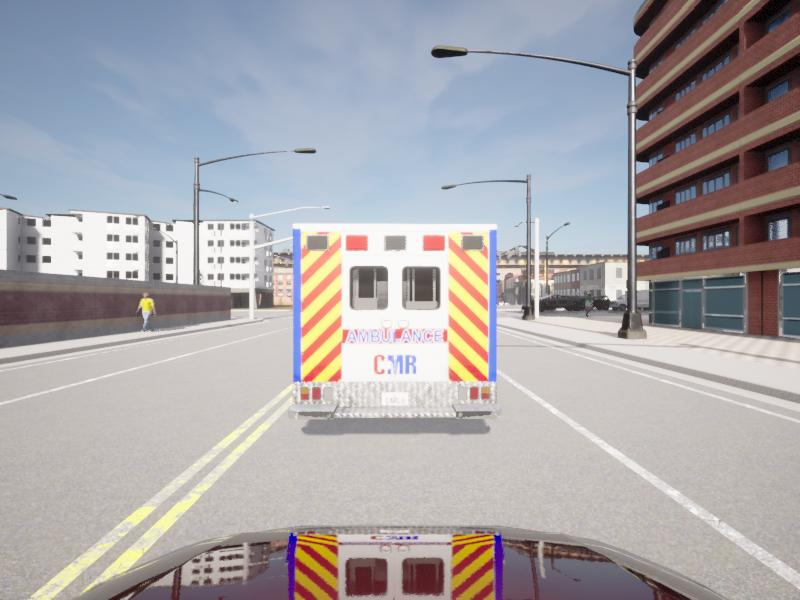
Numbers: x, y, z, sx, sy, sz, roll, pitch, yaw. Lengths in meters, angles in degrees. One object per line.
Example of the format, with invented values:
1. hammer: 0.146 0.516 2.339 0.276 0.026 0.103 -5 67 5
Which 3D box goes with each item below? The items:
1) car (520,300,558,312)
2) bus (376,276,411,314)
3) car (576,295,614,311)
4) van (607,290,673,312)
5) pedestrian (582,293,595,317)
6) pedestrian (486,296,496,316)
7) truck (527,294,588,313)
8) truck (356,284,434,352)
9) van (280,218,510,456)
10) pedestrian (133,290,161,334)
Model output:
1. car: 17.686 0.766 51.057 4.181 1.385 1.994 -1 0 0
2. bus: -0.758 -0.557 50.179 3.944 4.253 10.273 0 0 -1
3. car: 24.797 0.402 51.002 3.866 1.878 1.905 -1 0 0
4. van: 28.362 0.074 47.475 6.366 2.431 2.351 -1 0 0
5. pedestrian: 14.610 0.380 31.051 0.751 1.860 0.751 0 0 10
6. pedestrian: 8.562 0.584 37.847 0.751 1.860 0.751 0 0 -2
7. truck: 18.633 0.385 47.550 6.274 2.098 2.390 -1 0 0
8. truck: -0.191 0.542 15.509 2.390 2.098 6.274 0 0 -1
9. van: -0.088 0.378 7.271 2.351 2.431 6.366 0 0 -1
10. pedestrian: -10.915 0.489 17.291 0.751 1.860 0.751 0 0 -1
